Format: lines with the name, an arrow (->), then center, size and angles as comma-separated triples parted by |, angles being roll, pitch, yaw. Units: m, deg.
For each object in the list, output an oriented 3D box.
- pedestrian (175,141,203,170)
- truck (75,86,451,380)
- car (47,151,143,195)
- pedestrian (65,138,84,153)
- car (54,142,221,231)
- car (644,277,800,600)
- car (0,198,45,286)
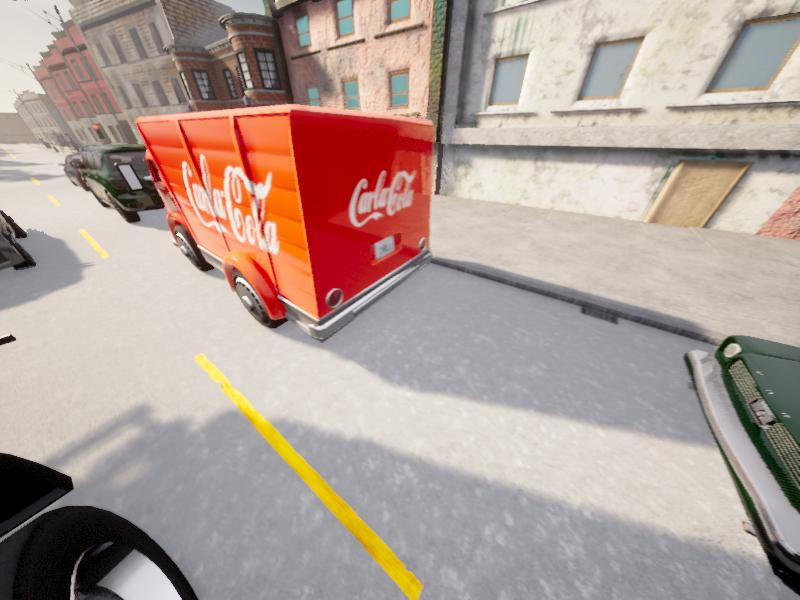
pedestrian -> -15.881, -10.916, 17.460 | 0.751, 1.860, 0.751 | 25, 42, 30
truck -> -2.234, -1.587, 4.008 | 5.204, 2.467, 2.627 | 22, 41, 28
car -> -15.938, -6.763, 12.073 | 4.514, 1.525, 2.007 | 22, 41, 28
pedestrian -> -48.073, -22.840, 34.139 | 0.751, 1.860, 0.751 | 23, 41, 29
car -> -9.208, -4.255, 8.112 | 5.566, 2.045, 2.150 | 22, 41, 28
car -> 4.288, 1.557, 0.617 | 4.718, 1.301, 1.895 | 22, 40, 27
car -> -9.544, -1.423, 4.413 | 4.611, 1.667, 2.242 | 22, 41, 28
